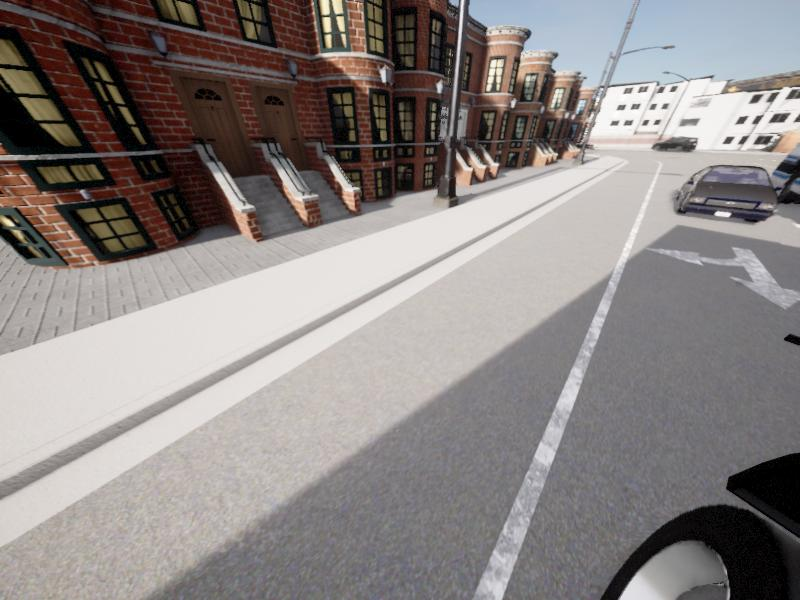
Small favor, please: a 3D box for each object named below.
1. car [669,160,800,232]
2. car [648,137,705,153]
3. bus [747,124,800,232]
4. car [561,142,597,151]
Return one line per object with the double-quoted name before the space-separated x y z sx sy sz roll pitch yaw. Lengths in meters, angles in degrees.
"car" 11.616 -4.023 8.330 2.033 1.411 5.357 28 44 35
"car" 46.044 -25.997 38.713 2.150 2.045 5.566 -7 35 -9
"bus" 14.832 -4.152 5.955 3.944 4.253 10.273 29 44 35
"car" 37.469 -32.348 48.547 2.033 1.411 5.357 -23 41 -29
